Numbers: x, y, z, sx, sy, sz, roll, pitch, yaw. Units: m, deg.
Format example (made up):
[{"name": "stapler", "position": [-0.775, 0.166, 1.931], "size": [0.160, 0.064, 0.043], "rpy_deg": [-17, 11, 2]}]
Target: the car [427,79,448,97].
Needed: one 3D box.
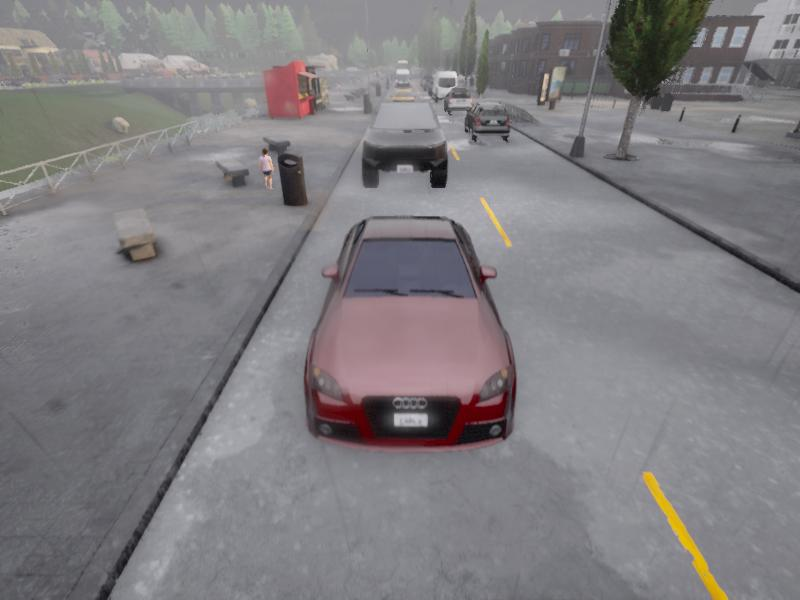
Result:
[{"name": "car", "position": [4.323, -24.814, 46.721], "size": [2.033, 1.649, 4.856], "rpy_deg": [0, 31, 0]}]

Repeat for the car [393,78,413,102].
[{"name": "car", "position": [0.293, -20.909, 39.800], "size": [1.932, 1.855, 4.605], "rpy_deg": [0, 31, 0]}]

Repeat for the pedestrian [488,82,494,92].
[{"name": "pedestrian", "position": [11.510, -26.780, 50.367], "size": [0.500, 1.100, 0.500], "rpy_deg": [-3, 31, -5]}]

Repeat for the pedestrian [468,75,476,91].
[{"name": "pedestrian", "position": [9.464, -28.541, 52.594], "size": [0.751, 1.860, 0.751], "rpy_deg": [-5, 31, -9]}]

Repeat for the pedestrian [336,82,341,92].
[{"name": "pedestrian", "position": [-7.687, -26.717, 50.261], "size": [0.500, 1.100, 0.500], "rpy_deg": [0, 30, 0]}]

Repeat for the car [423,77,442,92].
[{"name": "car", "position": [4.375, -29.772, 55.262], "size": [2.242, 1.667, 4.611], "rpy_deg": [0, 30, 0]}]

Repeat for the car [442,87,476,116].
[{"name": "car", "position": [4.239, -14.627, 29.354], "size": [1.851, 1.617, 3.988], "rpy_deg": [0, 30, 0]}]

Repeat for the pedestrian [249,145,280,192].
[{"name": "pedestrian", "position": [-3.564, -3.492, 10.600], "size": [0.500, 1.100, 0.500], "rpy_deg": [-1, 30, -1]}]

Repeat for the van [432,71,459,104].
[{"name": "van", "position": [4.285, -20.633, 38.682], "size": [1.988, 2.561, 5.915], "rpy_deg": [0, 30, 0]}]

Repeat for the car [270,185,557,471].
[{"name": "car", "position": [0.108, -0.176, 4.928], "size": [1.994, 1.385, 4.181], "rpy_deg": [0, 31, 0]}]

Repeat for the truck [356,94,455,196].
[{"name": "truck", "position": [0.154, -5.275, 12.913], "size": [2.390, 2.098, 6.274], "rpy_deg": [0, 30, 0]}]

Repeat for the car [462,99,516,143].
[{"name": "car", "position": [4.181, -8.766, 19.408], "size": [1.789, 1.549, 3.705], "rpy_deg": [0, 31, 0]}]

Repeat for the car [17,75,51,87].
[{"name": "car", "position": [-61.239, -36.630, 66.984], "size": [1.851, 1.617, 3.988], "rpy_deg": [0, 30, 0]}]

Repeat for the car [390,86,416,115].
[{"name": "car", "position": [0.244, -15.319, 30.560], "size": [1.801, 1.575, 5.366], "rpy_deg": [0, 30, 0]}]

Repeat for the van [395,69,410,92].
[{"name": "van", "position": [0.377, -30.224, 55.006], "size": [1.988, 2.561, 5.915], "rpy_deg": [0, 30, 0]}]

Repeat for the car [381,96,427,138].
[{"name": "car", "position": [0.200, -9.760, 21.144], "size": [2.128, 1.511, 4.902], "rpy_deg": [0, 30, 0]}]

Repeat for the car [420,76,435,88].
[{"name": "car", "position": [4.433, -35.492, 65.028], "size": [2.242, 1.667, 4.611], "rpy_deg": [0, 30, 0]}]
